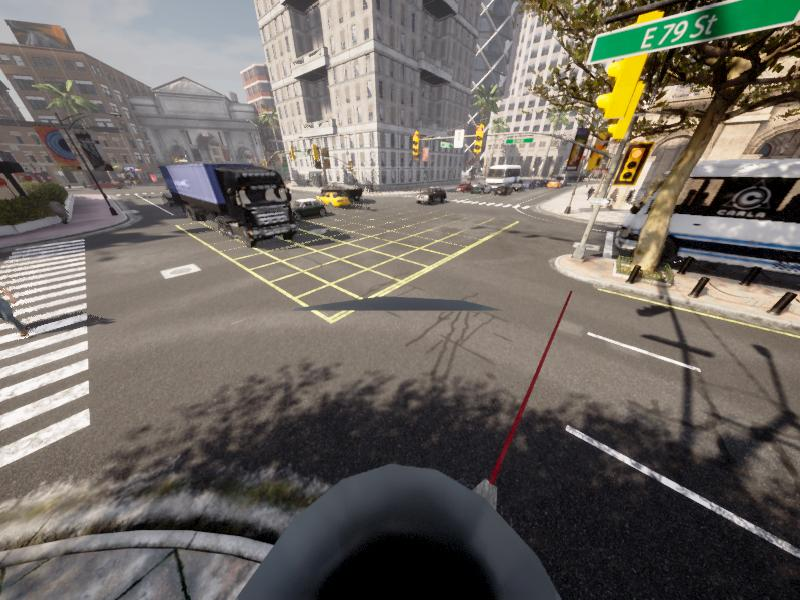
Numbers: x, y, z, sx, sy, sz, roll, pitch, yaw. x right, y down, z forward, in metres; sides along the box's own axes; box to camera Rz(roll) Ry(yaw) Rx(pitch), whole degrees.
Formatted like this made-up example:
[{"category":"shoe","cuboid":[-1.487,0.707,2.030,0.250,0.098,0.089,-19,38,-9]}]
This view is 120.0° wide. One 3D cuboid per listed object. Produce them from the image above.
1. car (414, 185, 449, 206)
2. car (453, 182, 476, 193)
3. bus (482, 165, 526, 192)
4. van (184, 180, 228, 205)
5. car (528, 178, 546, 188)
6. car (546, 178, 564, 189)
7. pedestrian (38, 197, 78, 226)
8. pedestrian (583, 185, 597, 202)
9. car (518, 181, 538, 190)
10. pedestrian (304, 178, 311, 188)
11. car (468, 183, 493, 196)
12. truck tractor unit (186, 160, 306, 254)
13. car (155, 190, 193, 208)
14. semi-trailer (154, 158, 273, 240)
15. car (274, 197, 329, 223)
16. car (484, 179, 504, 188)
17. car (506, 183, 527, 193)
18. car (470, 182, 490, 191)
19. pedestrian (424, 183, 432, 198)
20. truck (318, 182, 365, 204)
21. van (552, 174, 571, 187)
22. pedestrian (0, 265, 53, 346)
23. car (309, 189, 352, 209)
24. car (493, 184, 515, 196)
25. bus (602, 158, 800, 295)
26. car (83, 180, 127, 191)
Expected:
[{"category":"car","cuboid":[3.964,-13.050,28.731,1.932,1.855,4.605,23,37,34]},{"category":"car","cuboid":[11.636,-20.187,41.527,1.812,1.442,4.674,23,37,34]},{"category":"bus","cuboid":[20.279,-23.744,44.881,3.944,4.253,10.273,23,37,34]},{"category":"van","cuboid":[-25.231,-14.113,30.022,6.366,2.431,2.351,23,37,34]},{"category":"car","cuboid":[30.644,-26.106,51.601,2.152,1.651,5.027,23,37,34]},{"category":"car","cuboid":[33.211,-24.960,49.443,2.097,1.767,4.553,23,37,34]},{"category":"pedestrian","cuboid":[-25.506,-6.634,17.283,0.751,1.860,0.751,-12,32,-19]},{"category":"pedestrian","cuboid":[23.458,-13.120,28.517,0.751,1.860,0.751,23,37,34]},{"category":"car","cuboid":[26.001,-23.250,46.881,2.033,1.411,5.357,23,37,34]},{"category":"pedestrian","cuboid":[-19.132,-24.379,48.017,0.751,1.860,0.751,26,39,37]},{"category":"car","cuboid":[13.630,-18.693,38.852,2.038,1.542,4.974,23,37,34]},{"category":"truck tractor unit","cuboid":[-9.240,-5.860,13.926,6.516,4.208,3.053,23,37,34]},{"category":"car","cuboid":[-27.136,-12.180,27.707,5.357,1.411,2.033,23,37,34]},{"category":"semi-trailer","cuboid":[-15.287,-8.495,18.300,14.254,4.402,2.717,23,37,34]},{"category":"car","cuboid":[-8.609,-8.071,20.509,1.970,1.475,3.806,23,37,34]},{"category":"car","cuboid":[20.584,-25.591,50.659,2.242,1.667,4.611,23,37,34]},{"category":"car","cuboid":[21.378,-20.487,42.194,1.895,1.301,4.718,23,37,34]},{"category":"car","cuboid":[16.026,-22.750,46.115,1.895,1.301,4.718,23,37,34]},{"category":"pedestrian","cuboid":[4.070,-15.901,33.637,0.751,1.860,0.751,21,36,32]},{"category":"truck","cuboid":[-7.755,-14.122,30.367,6.274,2.098,2.390,23,37,34]},{"category":"van","cuboid":[37.843,-28.026,54.010,1.988,2.561,5.915,23,37,34]},{"category":"pedestrian","cuboid":[-10.284,0.122,5.885,0.751,1.860,0.751,-23,37,-34]},{"category":"car","cuboid":[-8.081,-11.746,26.769,5.366,1.575,1.801,23,37,34]},{"category":"car","cuboid":[16.985,-17.956,37.631,1.816,1.474,4.193,23,37,34]},{"category":"bus","cuboid":[15.287,-2.963,8.885,10.273,4.253,3.944,23,37,34]},{"category":"car","cuboid":[-59.035,-23.093,46.382,5.027,1.651,2.152,-23,37,-34]}]
